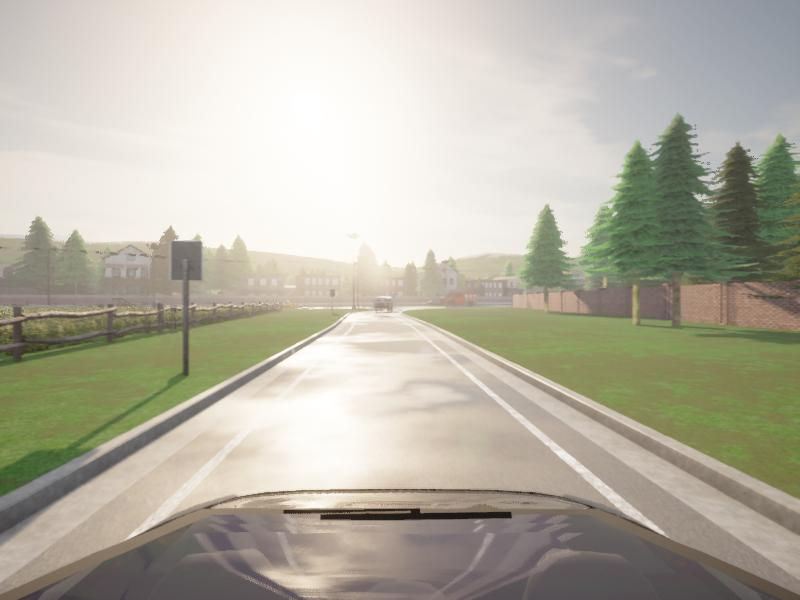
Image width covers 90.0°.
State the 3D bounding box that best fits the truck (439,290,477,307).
[{"bbox_3d":[13.174,-0.365,90.664,8.468,3.827,2.891,0,0,-28],"label":"truck"}]

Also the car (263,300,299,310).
[{"bbox_3d":[-19.473,0.777,65.562,5.366,1.575,1.801,0,0,-27],"label":"car"}]

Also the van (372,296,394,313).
[{"bbox_3d":[-2.099,0.550,50.802,2.069,2.038,4.480,0,0,8],"label":"van"}]
